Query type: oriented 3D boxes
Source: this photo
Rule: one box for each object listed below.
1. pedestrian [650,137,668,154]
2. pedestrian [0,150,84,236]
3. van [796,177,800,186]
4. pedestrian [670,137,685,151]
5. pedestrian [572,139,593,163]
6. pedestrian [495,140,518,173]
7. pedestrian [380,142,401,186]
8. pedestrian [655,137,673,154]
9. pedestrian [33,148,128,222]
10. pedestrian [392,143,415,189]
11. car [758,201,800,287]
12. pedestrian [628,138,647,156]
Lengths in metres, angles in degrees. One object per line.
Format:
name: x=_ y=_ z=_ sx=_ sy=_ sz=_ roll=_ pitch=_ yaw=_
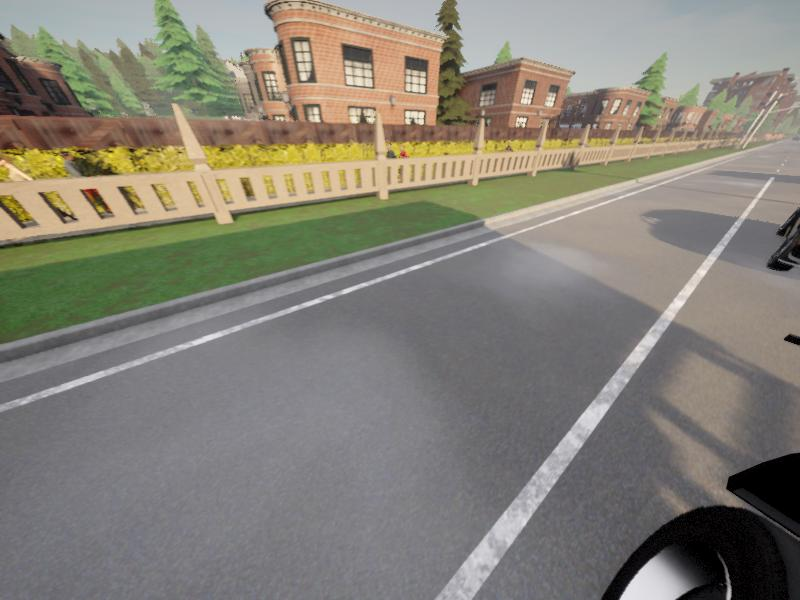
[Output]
pedestrian: x=35.582 y=-21.234 z=31.783 sx=0.751 sy=1.860 sz=0.751 roll=-18 pitch=39 yaw=-24
pedestrian: x=-9.481 y=-2.756 z=5.977 sx=0.751 sy=1.860 sz=0.751 roll=28 pitch=44 yaw=34
van: x=23.875 y=-7.364 z=12.412 sx=4.442 sy=1.987 sz=1.775 roll=-22 pitch=40 yaw=-27
pedestrian: x=44.584 y=-25.039 z=37.097 sx=0.751 sy=1.860 sz=0.751 roll=-22 pitch=41 yaw=-28
pedestrian: x=17.186 y=-14.089 z=21.807 sx=0.751 sy=1.860 sz=0.751 roll=-23 pitch=41 yaw=-28
pedestrian: x=7.348 y=-9.905 z=15.963 sx=0.751 sy=1.860 sz=0.751 roll=-23 pitch=41 yaw=-28
pedestrian: x=-0.474 y=-7.018 z=11.940 sx=0.751 sy=1.860 sz=0.751 roll=-23 pitch=41 yaw=-28
pedestrian: x=35.568 y=-20.808 z=31.178 sx=0.751 sy=1.860 sz=0.751 roll=-22 pitch=41 yaw=-28
pedestrian: x=-9.376 y=-3.425 z=6.925 sx=0.751 sy=1.860 sz=0.751 roll=-23 pitch=41 yaw=-29
pedestrian: x=0.163 y=-6.506 z=11.207 sx=0.751 sy=1.860 sz=0.751 roll=-21 pitch=40 yaw=-27
car: x=9.694 y=-1.473 z=4.502 sx=5.027 sy=1.651 sz=2.152 roll=-22 pitch=41 yaw=-28
pedestrian: x=29.451 y=-18.987 z=28.652 sx=0.751 sy=1.860 sz=0.751 roll=-22 pitch=40 yaw=-27
